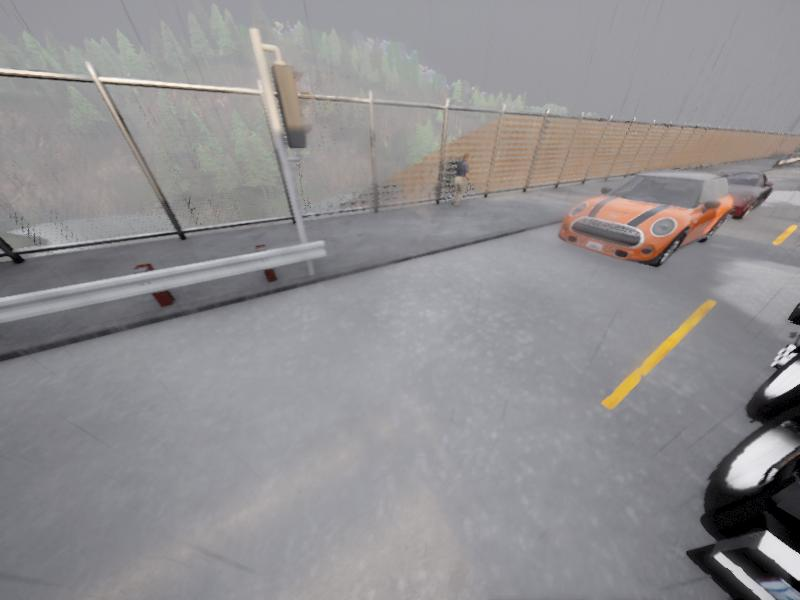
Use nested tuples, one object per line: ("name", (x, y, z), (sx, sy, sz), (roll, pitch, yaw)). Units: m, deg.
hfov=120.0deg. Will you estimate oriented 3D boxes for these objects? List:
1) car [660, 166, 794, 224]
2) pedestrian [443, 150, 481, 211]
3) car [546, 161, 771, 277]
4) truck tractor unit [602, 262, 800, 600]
("car", (12.743, -4.259, 9.044), (4.181, 1.385, 1.994), (-18, 39, -25))
("pedestrian", (2.217, -4.352, 8.428), (0.751, 1.860, 0.751), (-19, 39, -25))
("car", (6.410, -2.347, 5.865), (4.553, 1.767, 2.097), (-18, 39, -24))
("truck tractor unit", (5.109, -0.303, 0.786), (6.516, 4.208, 3.053), (-18, 39, -24))
